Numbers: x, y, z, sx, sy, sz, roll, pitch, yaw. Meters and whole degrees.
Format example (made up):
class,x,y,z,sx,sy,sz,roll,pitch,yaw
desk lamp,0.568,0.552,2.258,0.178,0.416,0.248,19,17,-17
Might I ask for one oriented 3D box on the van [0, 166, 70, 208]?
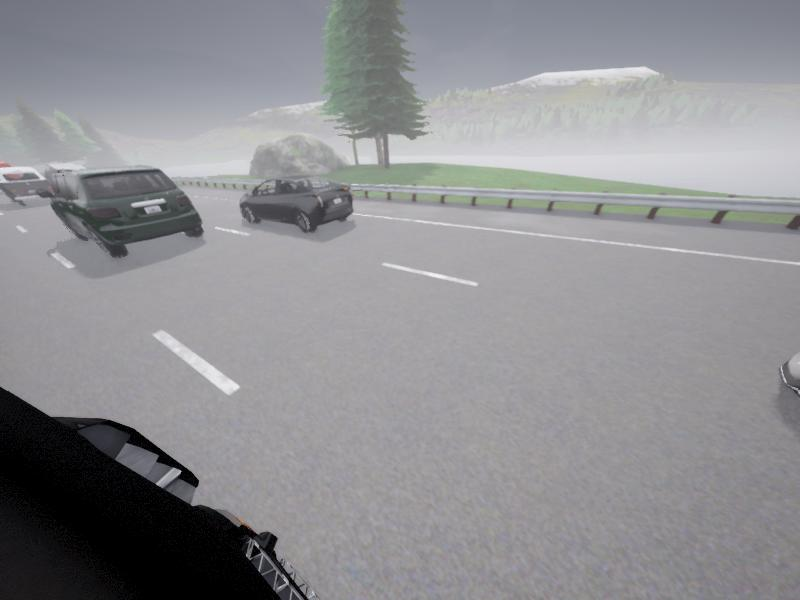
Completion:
class,x,y,z,sx,sy,sz,roll,pitch,yaw
van,-24.421,-7.458,15.038,4.480,2.038,2.069,16,38,26

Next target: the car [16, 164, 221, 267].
class,x,y,z,sx,sy,sz,roll,pitch,yaw
car,-8.534,-2.884,7.041,5.566,2.045,2.150,16,38,26

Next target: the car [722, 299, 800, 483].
class,x,y,z,sx,sy,sz,roll,pitch,yaw
car,5.181,1.246,0.248,5.027,1.651,2.152,16,38,26

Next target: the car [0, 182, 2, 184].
class,x,y,z,sx,sy,sz,roll,pitch,yaw
car,-57.639,-16.723,31.976,4.718,1.301,1.895,16,38,26

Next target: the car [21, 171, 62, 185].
class,x,y,z,sx,sy,sz,roll,pitch,yaw
car,-44.790,-15.253,28.875,4.718,1.301,1.895,16,38,26

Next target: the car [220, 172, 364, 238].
class,x,y,z,sx,sy,sz,roll,pitch,yaw
car,-3.769,-3.528,8.154,4.514,1.525,2.007,16,38,26

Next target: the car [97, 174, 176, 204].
class,x,y,z,sx,sy,sz,roll,pitch,yaw
car,-16.967,-7.235,14.865,4.718,1.301,1.895,16,38,26

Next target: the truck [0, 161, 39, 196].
class,x,y,z,sx,sy,sz,roll,pitch,yaw
truck,-37.215,-11.304,21.373,5.204,2.467,2.627,17,38,25

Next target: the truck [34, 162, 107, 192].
class,x,y,z,sx,sy,sz,roll,pitch,yaw
truck,-30.782,-11.546,21.592,6.274,2.098,2.390,16,38,26
